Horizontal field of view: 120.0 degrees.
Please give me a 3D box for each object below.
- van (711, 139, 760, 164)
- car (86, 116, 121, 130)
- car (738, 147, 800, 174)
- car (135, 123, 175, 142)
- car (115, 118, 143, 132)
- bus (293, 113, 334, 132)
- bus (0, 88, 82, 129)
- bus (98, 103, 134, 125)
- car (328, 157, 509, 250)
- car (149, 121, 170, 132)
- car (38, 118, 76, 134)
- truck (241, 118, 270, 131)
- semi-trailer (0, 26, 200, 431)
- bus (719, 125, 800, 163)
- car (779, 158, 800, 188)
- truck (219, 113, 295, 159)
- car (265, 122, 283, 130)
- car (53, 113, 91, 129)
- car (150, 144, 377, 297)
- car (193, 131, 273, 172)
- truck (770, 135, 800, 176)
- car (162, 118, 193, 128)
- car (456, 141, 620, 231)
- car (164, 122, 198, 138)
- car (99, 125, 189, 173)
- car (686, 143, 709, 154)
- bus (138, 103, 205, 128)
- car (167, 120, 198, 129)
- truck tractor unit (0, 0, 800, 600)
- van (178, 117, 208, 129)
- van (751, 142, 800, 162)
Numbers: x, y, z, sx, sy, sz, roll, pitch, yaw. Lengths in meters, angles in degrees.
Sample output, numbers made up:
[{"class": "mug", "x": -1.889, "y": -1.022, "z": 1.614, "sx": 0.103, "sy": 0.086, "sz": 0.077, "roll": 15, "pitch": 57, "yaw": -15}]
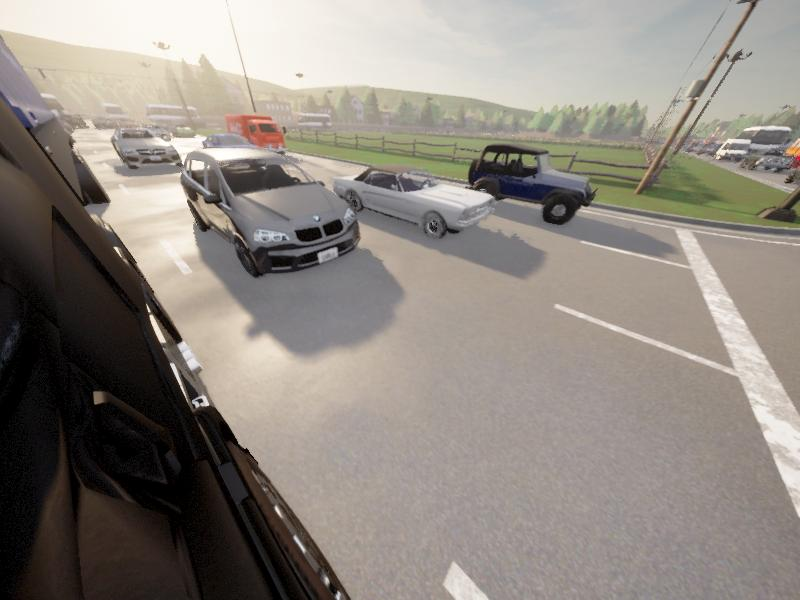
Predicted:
[{"class": "van", "x": 45.442, "y": -20.393, "z": 31.498, "sx": 1.988, "sy": 2.561, "sz": 5.915, "roll": 29, "pitch": 44, "yaw": 30}, {"class": "car", "x": -49.225, "y": -29.512, "z": 38.518, "sx": 2.242, "sy": 1.667, "sz": 4.611, "roll": -20, "pitch": 42, "yaw": -26}, {"class": "car", "x": 35.419, "y": -13.495, "z": 22.242, "sx": 1.932, "sy": 1.855, "sz": 4.605, "roll": 29, "pitch": 44, "yaw": 31}, {"class": "car", "x": -26.234, "y": -17.987, "z": 24.747, "sx": 3.806, "sy": 1.475, "sz": 1.970, "roll": 30, "pitch": 44, "yaw": 31}, {"class": "car", "x": -43.087, "y": -27.942, "z": 36.806, "sx": 2.242, "sy": 1.667, "sz": 4.611, "roll": -28, "pitch": 46, "yaw": -33}, {"class": "bus", "x": -25.530, "y": -52.960, "z": 69.058, "sx": 3.944, "sy": 4.253, "sz": 10.273, "roll": 29, "pitch": 45, "yaw": 31}, {"class": "bus", "x": -55.299, "y": -28.857, "z": 35.116, "sx": 3.944, "sy": 4.253, "sz": 10.273, "roll": -18, "pitch": 41, "yaw": -23}, {"class": "bus", "x": -78.753, "y": -51.585, "z": 63.937, "sx": 10.273, "sy": 4.253, "sz": 3.944, "roll": 30, "pitch": 45, "yaw": 30}, {"class": "car", "x": 0.240, "y": -3.046, "z": 6.629, "sx": 4.718, "sy": 1.301, "sz": 1.895, "roll": 29, "pitch": 44, "yaw": 30}, {"class": "car", "x": -40.937, "y": -29.506, "z": 39.274, "sx": 1.994, "sy": 1.385, "sz": 4.181, "roll": -26, "pitch": 46, "yaw": -33}, {"class": "car", "x": -42.194, "y": -21.504, "z": 28.538, "sx": 4.181, "sy": 1.385, "sz": 1.994, "roll": 31, "pitch": 45, "yaw": 33}, {"class": "truck", "x": -36.956, "y": -44.878, "z": 59.077, "sx": 2.627, "sy": 2.467, "sz": 5.204, "roll": 29, "pitch": 44, "yaw": 31}, {"class": "semi-trailer", "x": -8.618, "y": -3.661, "z": 4.301, "sx": 14.254, "sy": 4.402, "sz": 2.717, "roll": 29, "pitch": 44, "yaw": 31}, {"class": "bus", "x": 55.394, "y": -24.335, "z": 35.929, "sx": 3.944, "sy": 4.253, "sz": 10.273, "roll": 29, "pitch": 44, "yaw": 30}, {"class": "car", "x": 27.028, "y": -7.851, "z": 14.373, "sx": 2.242, "sy": 1.667, "sz": 4.611, "roll": 29, "pitch": 44, "yaw": 30}, {"class": "truck", "x": -10.887, "y": -12.554, "z": 17.628, "sx": 5.204, "sy": 2.467, "sz": 2.627, "roll": 30, "pitch": 44, "yaw": 31}, {"class": "car", "x": -38.444, "y": -53.243, "z": 70.615, "sx": 1.905, "sy": 1.878, "sz": 3.866, "roll": 29, "pitch": 44, "yaw": 31}, {"class": "car", "x": -51.496, "y": -28.169, "z": 36.404, "sx": 1.905, "sy": 1.878, "sz": 3.866, "roll": -19, "pitch": 42, "yaw": -26}, {"class": "car", "x": -2.931, "y": -2.159, "z": 4.942, "sx": 4.611, "sy": 1.667, "sz": 2.242, "roll": 30, "pitch": 44, "yaw": 31}, {"class": "car", "x": -9.647, "y": -8.654, "z": 13.288, "sx": 5.008, "sy": 1.535, "sz": 1.882, "roll": 29, "pitch": 44, "yaw": 31}, {"class": "truck", "x": 39.282, "y": -13.609, "z": 20.999, "sx": 2.891, "sy": 3.827, "sz": 8.468, "roll": 29, "pitch": 44, "yaw": 30}, {"class": "car", "x": -53.648, "y": -42.690, "z": 55.801, "sx": 2.242, "sy": 1.667, "sz": 4.611, "roll": 23, "pitch": 41, "yaw": 25}, {"class": "car", "x": 4.175, "y": -3.928, "z": 7.552, "sx": 3.866, "sy": 1.878, "sz": 1.905, "roll": 28, "pitch": 44, "yaw": 30}, {"class": "car", "x": -28.504, "y": -22.115, "z": 30.064, "sx": 4.514, "sy": 1.525, "sz": 2.007, "roll": 30, "pitch": 45, "yaw": 31}, {"class": "car", "x": -13.672, "y": -8.153, "z": 12.300, "sx": 5.027, "sy": 1.651, "sz": 2.152, "roll": 30, "pitch": 45, "yaw": 31}, {"class": "car", "x": 66.362, "y": -33.864, "z": 51.572, "sx": 2.242, "sy": 1.667, "sz": 4.611, "roll": 29, "pitch": 44, "yaw": 30}, {"class": "bus", "x": -55.979, "y": -45.352, "z": 57.050, "sx": 3.944, "sy": 4.253, "sz": 10.273, "roll": 25, "pitch": 42, "yaw": 27}, {"class": "car", "x": -50.813, "y": -41.157, "z": 54.092, "sx": 2.163, "sy": 1.488, "sz": 4.792, "roll": 22, "pitch": 41, "yaw": 24}, {"class": "truck tractor unit", "x": -2.645, "y": -0.295, "z": 0.352, "sx": 6.516, "sy": 4.208, "sz": 3.053, "roll": 28, "pitch": 44, "yaw": 30}, {"class": "van", "x": -47.516, "y": -40.544, "z": 53.057, "sx": 1.775, "sy": 1.987, "sz": 4.442, "roll": 24, "pitch": 42, "yaw": 26}, {"class": "van", "x": 60.746, "y": -24.082, "z": 37.442, "sx": 2.351, "sy": 2.431, "sz": 6.366, "roll": 29, "pitch": 44, "yaw": 30}]
